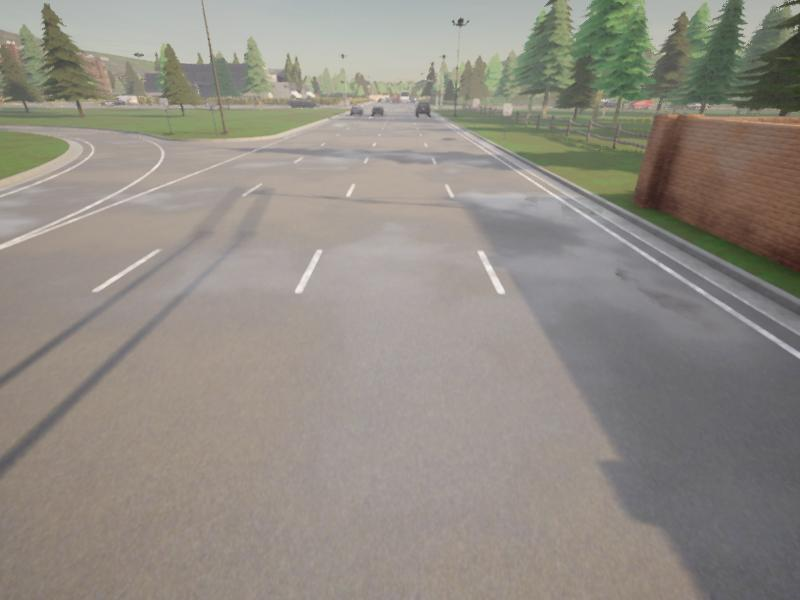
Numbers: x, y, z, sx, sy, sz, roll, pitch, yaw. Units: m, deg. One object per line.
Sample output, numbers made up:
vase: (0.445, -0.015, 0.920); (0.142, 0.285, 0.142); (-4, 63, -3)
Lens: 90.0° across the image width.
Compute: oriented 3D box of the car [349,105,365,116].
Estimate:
car: (-6.977, -30.859, 65.054); (2.128, 1.511, 4.902); (0, 27, 0)

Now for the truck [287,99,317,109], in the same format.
truck: (-23.415, -46.998, 95.712); (6.274, 2.098, 2.390); (0, 27, -1)

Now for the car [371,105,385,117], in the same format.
car: (-3.477, -30.213, 63.844); (1.837, 1.490, 4.892); (0, 27, 0)

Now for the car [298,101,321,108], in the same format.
car: (-22.270, -48.386, 98.951); (5.027, 1.651, 2.152); (0, 27, -1)

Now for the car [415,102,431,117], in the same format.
car: (3.525, -29.614, 62.133); (2.150, 2.045, 5.566); (0, 27, 0)
